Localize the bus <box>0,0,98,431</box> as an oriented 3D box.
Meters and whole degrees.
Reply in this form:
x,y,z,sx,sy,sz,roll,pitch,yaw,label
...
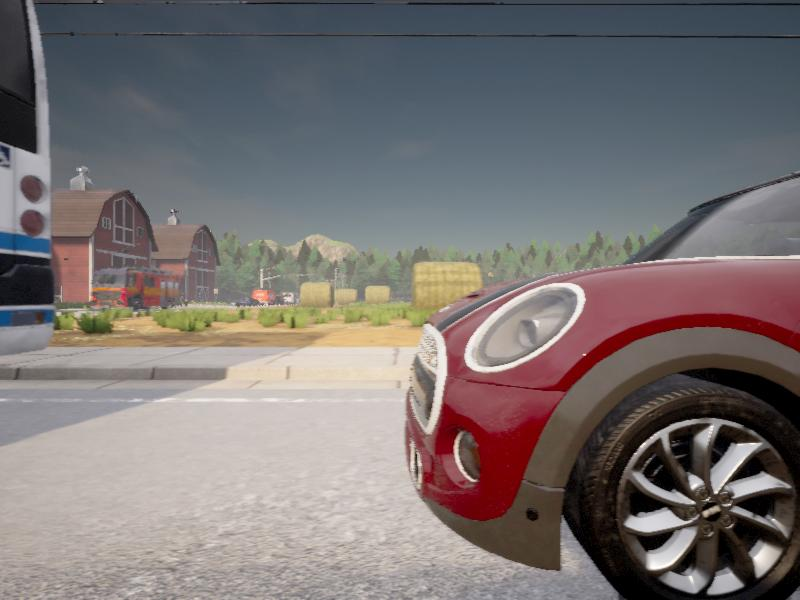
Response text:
x,y,z,sx,sy,sz,roll,pitch,yaw,label
-8.192,-1.133,2.126,10.273,4.253,3.944,0,0,1,bus

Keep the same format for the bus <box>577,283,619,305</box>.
x,y,z,sx,sy,sz,roll,pitch,yaw,label
39.876,-1.178,81.264,3.944,4.253,10.273,0,0,3,bus

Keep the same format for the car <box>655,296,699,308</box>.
x,y,z,sx,sy,sz,roll,pitch,yaw,label
34.905,0.256,50.581,2.033,1.411,5.357,0,0,3,car

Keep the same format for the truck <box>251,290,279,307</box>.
x,y,z,sx,sy,sz,roll,pitch,yaw,label
-20.400,-0.268,60.841,2.627,2.467,5.204,0,0,-1,truck

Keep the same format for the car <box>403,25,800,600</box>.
x,y,z,sx,sy,sz,roll,pitch,yaw,label
2.305,0.094,2.196,4.553,1.767,2.097,0,0,0,car

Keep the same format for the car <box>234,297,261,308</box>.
x,y,z,sx,sy,sz,roll,pitch,yaw,label
-20.279,0.265,53.473,1.994,1.385,4.181,1,0,-1,car

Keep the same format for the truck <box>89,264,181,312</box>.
x,y,z,sx,sy,sz,roll,pitch,yaw,label
-23.541,-0.944,36.297,2.891,3.827,8.468,0,0,-1,truck

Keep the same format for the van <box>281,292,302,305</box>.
x,y,z,sx,sy,sz,roll,pitch,yaw,label
-20.639,-0.261,76.481,2.351,2.431,6.366,0,0,-1,van
